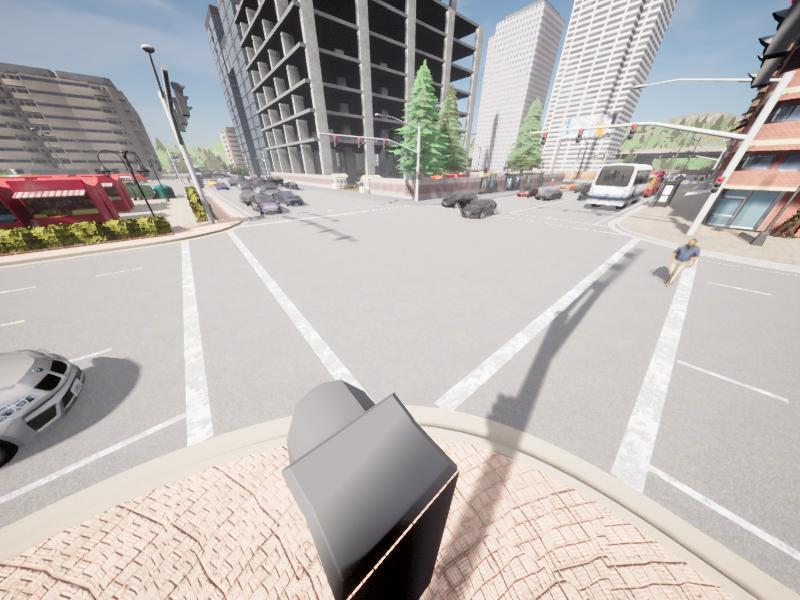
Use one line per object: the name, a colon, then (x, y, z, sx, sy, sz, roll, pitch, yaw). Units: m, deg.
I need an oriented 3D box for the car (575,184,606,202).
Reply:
car: (26.096, -14.677, 31.557, 3.866, 1.878, 1.905, -23, 37, -34)

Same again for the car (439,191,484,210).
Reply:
car: (6.941, -11.261, 25.972, 5.008, 1.535, 1.882, -18, 35, -29)

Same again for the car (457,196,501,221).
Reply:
car: (7.334, -8.467, 21.149, 1.837, 1.490, 4.892, 22, 36, 35)

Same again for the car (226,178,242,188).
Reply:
car: (-37.685, -26.597, 52.321, 1.930, 1.638, 5.238, -23, 37, -34)

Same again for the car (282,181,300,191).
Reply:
car: (-21.124, -22.215, 44.818, 1.789, 1.549, 3.705, -23, 37, -34)

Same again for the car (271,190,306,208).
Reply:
car: (-13.316, -12.140, 27.528, 2.033, 1.411, 5.357, -23, 37, -34)

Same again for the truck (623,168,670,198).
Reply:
truck: (38.913, -18.603, 36.395, 8.468, 3.827, 2.891, -23, 37, -34)

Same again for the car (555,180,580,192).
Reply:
car: (31.401, -21.424, 43.326, 4.553, 1.767, 2.097, -23, 37, -34)

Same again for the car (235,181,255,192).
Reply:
car: (-29.640, -21.813, 44.143, 2.038, 1.542, 4.974, -23, 37, -34)

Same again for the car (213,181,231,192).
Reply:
car: (-33.317, -21.251, 43.228, 1.816, 1.474, 4.193, -23, 37, -34)

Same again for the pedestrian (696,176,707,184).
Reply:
pedestrian: (75.284, -29.961, 57.686, 0.751, 1.860, 0.751, 22, 36, 32)

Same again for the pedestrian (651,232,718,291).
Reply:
pedestrian: (10.241, -1.386, 8.387, 0.751, 1.860, 0.751, -17, 34, -27)

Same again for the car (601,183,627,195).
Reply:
car: (36.103, -18.722, 38.890, 5.366, 1.575, 1.801, -23, 37, -34)

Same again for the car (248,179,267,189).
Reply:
car: (-31.028, -25.250, 50.288, 2.152, 1.651, 5.027, -23, 37, -34)

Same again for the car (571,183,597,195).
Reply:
car: (31.562, -19.087, 39.562, 4.892, 1.490, 1.837, -23, 37, -34)

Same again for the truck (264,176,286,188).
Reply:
truck: (-27.937, -26.465, 51.630, 2.390, 2.098, 6.274, -23, 37, -34)

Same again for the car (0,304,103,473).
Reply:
car: (-7.986, 1.961, 2.938, 4.611, 1.667, 2.242, -22, 37, -34)

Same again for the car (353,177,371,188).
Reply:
car: (-8.128, -24.929, 48.916, 1.905, 1.878, 3.866, -23, 37, -34)

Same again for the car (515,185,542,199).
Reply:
car: (19.231, -16.224, 34.576, 3.988, 1.617, 1.851, -23, 37, -34)

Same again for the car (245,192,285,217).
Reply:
car: (-13.363, -9.559, 22.824, 2.033, 1.649, 4.856, -23, 37, -34)

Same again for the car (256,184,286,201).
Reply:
car: (-17.957, -14.994, 32.189, 2.242, 1.667, 4.611, -23, 38, -34)

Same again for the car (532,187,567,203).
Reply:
car: (20.497, -14.419, 31.571, 5.357, 1.411, 2.033, -23, 37, -34)

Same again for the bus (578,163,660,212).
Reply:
bus: (25.224, -13.145, 26.514, 10.273, 4.253, 3.944, -23, 37, -34)

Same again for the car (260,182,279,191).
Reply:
car: (-24.991, -21.710, 44.125, 1.994, 1.385, 4.181, -23, 37, -34)

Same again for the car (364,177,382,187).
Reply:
car: (-5.875, -25.875, 50.553, 1.905, 1.878, 3.866, -23, 37, -34)

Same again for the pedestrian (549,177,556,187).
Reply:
pedestrian: (33.760, -26.131, 51.052, 0.751, 1.860, 0.751, 25, 38, 36)

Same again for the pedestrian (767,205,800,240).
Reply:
pedestrian: (23.330, -4.612, 13.749, 0.751, 1.860, 0.751, -14, 33, -22)

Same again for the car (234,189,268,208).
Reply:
car: (-17.514, -11.948, 27.106, 2.163, 1.488, 4.792, -23, 37, -34)
